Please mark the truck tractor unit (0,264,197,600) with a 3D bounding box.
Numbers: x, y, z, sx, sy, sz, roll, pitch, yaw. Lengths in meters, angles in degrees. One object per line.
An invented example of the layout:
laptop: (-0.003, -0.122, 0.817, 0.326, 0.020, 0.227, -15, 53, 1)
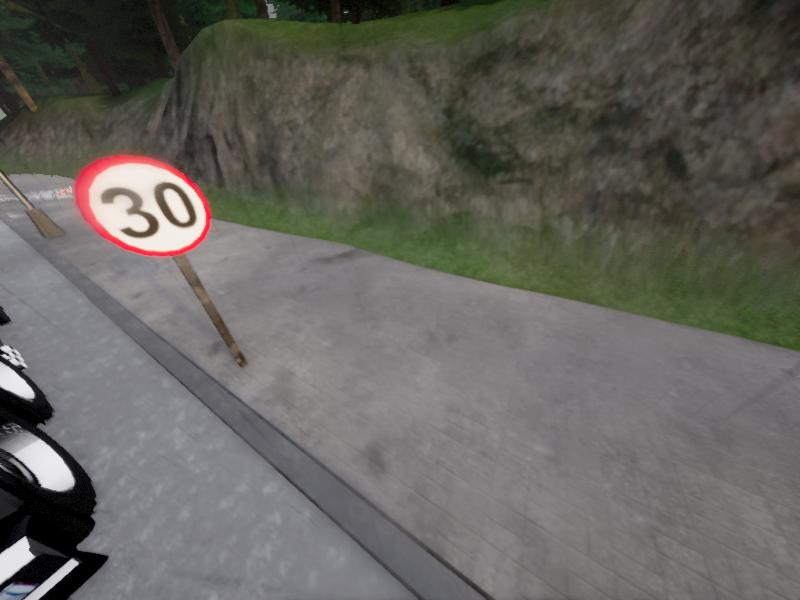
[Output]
truck tractor unit: (-5.116, -0.295, 0.781, 6.516, 4.208, 3.053, 18, 39, 24)
